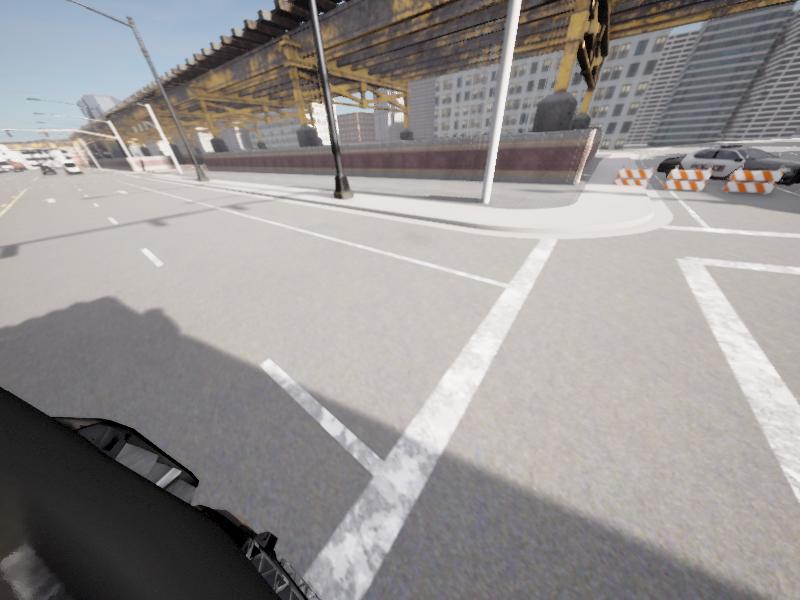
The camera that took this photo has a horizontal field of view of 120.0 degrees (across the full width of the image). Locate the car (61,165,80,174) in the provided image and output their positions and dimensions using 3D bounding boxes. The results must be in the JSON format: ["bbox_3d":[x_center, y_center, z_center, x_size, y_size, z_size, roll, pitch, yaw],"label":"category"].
[{"bbox_3d":[-83.471,-33.040,58.498,5.027,1.651,2.152,21,41,32],"label":"car"}]

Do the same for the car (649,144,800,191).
[{"bbox_3d":[15.932,-6.533,11.131,2.038,1.542,4.974,-7,34,-6],"label":"car"}]

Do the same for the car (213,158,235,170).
[{"bbox_3d":[-31.462,-24.457,41.539,2.038,1.542,4.974,-16,36,-18],"label":"car"}]

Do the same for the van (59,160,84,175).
[{"bbox_3d":[-71.055,-28.664,49.931,5.915,2.561,1.988,21,41,32],"label":"van"}]

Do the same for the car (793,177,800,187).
[{"bbox_3d":[19.590,-5.106,8.719,4.974,1.542,2.038,-1,34,2],"label":"car"}]

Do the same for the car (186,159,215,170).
[{"bbox_3d":[-39.855,-27.186,46.257,2.038,1.542,4.974,-7,34,-6],"label":"car"}]

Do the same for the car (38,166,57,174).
[{"bbox_3d":[-87.744,-32.390,57.570,5.238,1.638,1.930,21,41,32],"label":"car"}]

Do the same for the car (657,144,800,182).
[{"bbox_3d":[15.917,-6.692,11.086,1.853,1.218,4.536,-7,34,-6],"label":"car"}]
